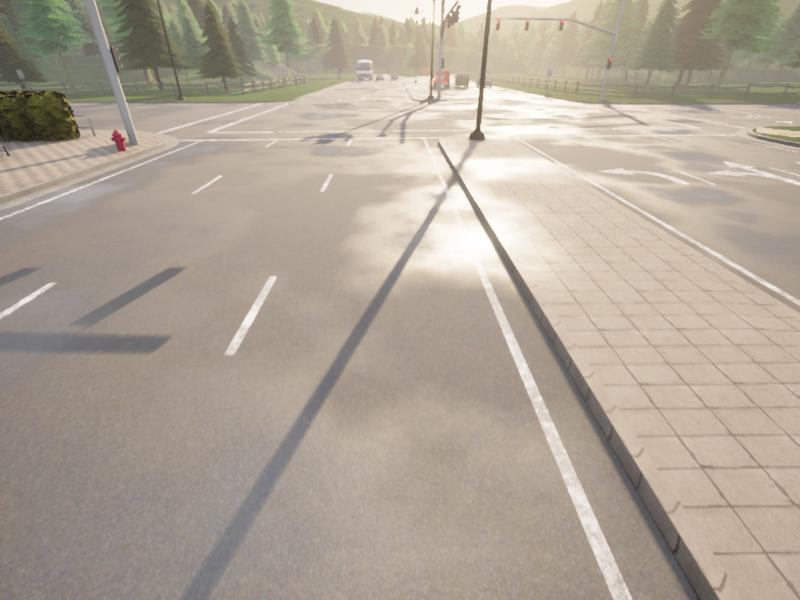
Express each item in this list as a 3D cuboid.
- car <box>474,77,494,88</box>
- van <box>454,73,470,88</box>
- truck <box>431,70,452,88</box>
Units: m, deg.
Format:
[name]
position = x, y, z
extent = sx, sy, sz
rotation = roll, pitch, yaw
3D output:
[car]
position = 13.626, -35.233, 64.853
extent = 2.033, 1.411, 5.357
rotation = 0, 30, -1
[van]
position = 10.113, -35.819, 65.282
extent = 1.775, 1.987, 4.442
rotation = 0, 30, -1
[truck]
position = 6.625, -35.651, 64.514
extent = 2.627, 2.467, 5.204
rotation = 0, 30, -1
